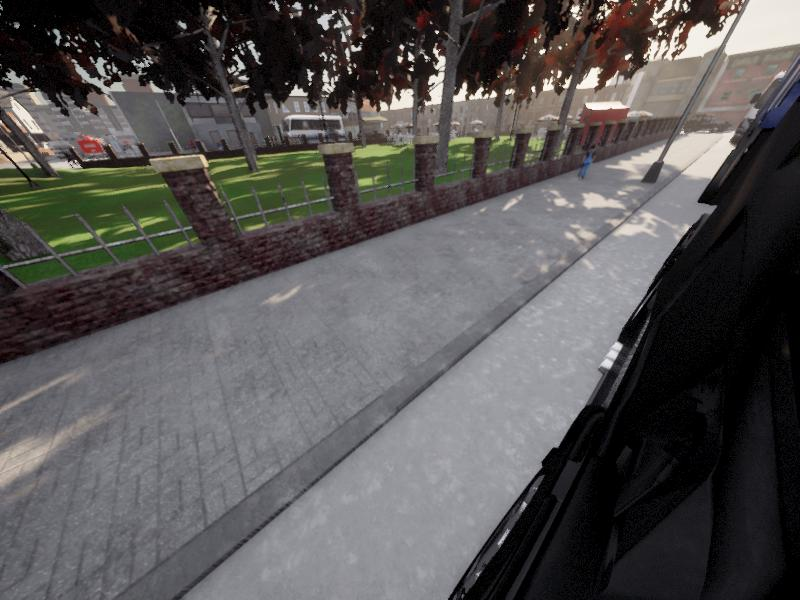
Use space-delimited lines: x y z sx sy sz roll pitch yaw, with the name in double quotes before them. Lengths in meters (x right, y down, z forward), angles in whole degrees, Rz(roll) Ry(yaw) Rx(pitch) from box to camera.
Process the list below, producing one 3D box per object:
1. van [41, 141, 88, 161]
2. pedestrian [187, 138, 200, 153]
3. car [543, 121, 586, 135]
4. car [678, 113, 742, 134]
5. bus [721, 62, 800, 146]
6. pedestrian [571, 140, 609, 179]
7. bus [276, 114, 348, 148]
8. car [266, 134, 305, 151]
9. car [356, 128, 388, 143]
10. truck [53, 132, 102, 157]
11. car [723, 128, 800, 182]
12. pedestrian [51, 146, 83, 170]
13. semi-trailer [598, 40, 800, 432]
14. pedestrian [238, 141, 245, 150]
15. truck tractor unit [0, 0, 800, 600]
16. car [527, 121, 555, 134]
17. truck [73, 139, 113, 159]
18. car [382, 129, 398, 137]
"van" -55.701 -25.018 38.583 2.351 2.431 6.366 -26 43 -28
"pedestrian" -31.472 -23.493 35.211 0.751 1.860 0.751 -27 43 -28
"car" 27.412 -28.759 38.708 1.930 1.638 5.238 -28 44 -30
"car" 37.265 -21.323 27.957 1.905 1.878 3.866 -15 39 -16
"bus" 29.429 -14.562 17.552 10.273 4.253 3.944 -27 43 -30
"pedestrian" 7.792 -5.802 9.557 0.751 1.300 0.751 15 40 22
"bus" -14.987 -29.406 40.227 10.273 4.253 3.944 -26 43 -30
"car" -17.453 -24.159 35.362 4.605 1.855 1.932 -28 44 -30
"car" -5.207 -30.736 43.149 5.566 2.045 2.150 -29 44 -32
"truck" -64.607 -31.502 46.629 2.891 3.827 8.468 -26 43 -28
"car" 16.146 -6.377 9.908 5.357 1.411 2.033 -28 44 -30
"pedestrian" -31.748 -13.600 22.075 0.751 1.860 0.751 -22 41 -24
"semi-trailer" 8.694 -3.619 4.215 14.254 4.402 2.717 -28 44 -30
"pedestrian" -26.740 -26.052 38.931 0.500 1.100 0.500 -23 42 -25
"truck tractor unit" 2.645 -0.295 0.351 6.516 4.208 3.053 -28 44 -30
"car" 26.821 -32.963 44.126 1.905 1.878 3.866 -28 43 -29
"truck" -50.498 -25.003 38.195 2.627 2.467 5.204 -30 45 -31
"car" -3.028 -49.523 68.565 2.097 1.767 4.553 -28 44 -30
